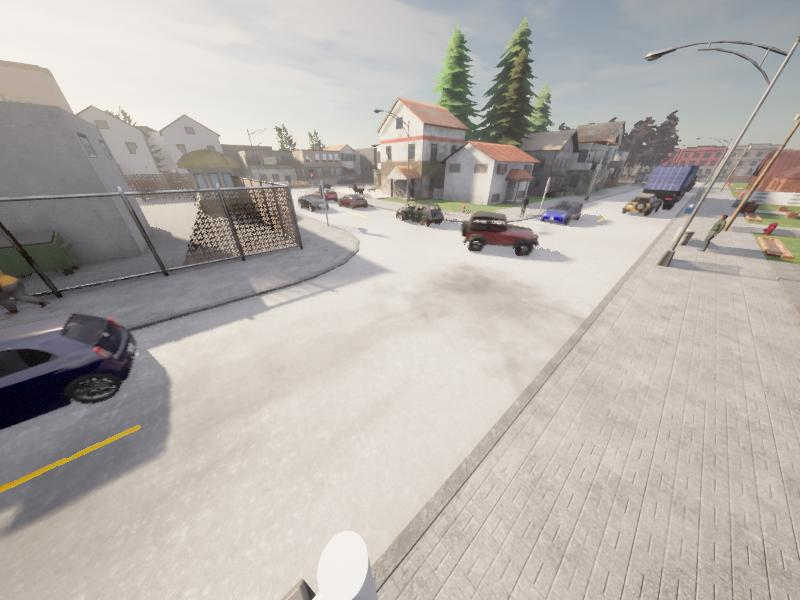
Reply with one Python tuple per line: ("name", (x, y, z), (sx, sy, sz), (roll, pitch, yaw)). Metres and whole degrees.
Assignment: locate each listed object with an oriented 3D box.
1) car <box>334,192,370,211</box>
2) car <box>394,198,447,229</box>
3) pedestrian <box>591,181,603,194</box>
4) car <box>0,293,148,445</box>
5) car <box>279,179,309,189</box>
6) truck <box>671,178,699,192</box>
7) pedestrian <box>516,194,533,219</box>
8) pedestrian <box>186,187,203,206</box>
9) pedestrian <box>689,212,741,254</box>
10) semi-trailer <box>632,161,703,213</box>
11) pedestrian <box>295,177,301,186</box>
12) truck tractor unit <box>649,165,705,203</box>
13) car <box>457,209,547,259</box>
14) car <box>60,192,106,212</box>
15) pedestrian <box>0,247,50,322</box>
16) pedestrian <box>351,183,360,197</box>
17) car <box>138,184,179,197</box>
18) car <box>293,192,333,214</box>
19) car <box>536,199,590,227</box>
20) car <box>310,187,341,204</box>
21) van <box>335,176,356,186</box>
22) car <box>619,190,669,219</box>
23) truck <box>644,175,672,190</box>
("car", (-5.423, -11.160, 25.967), (1.994, 1.385, 4.181), (-24, 38, -35))
("car", (1.519, -7.083, 18.667), (1.851, 1.617, 3.988), (-25, 39, -37))
("pedestrian", (32.235, -18.411, 37.778), (0.751, 1.860, 0.751), (-23, 37, -34))
("car", (-7.319, 1.441, 3.977), (3.633, 1.501, 1.845), (-23, 37, -34))
("car", (-22.283, -24.487, 48.837), (5.366, 1.575, 1.801), (-23, 37, -34))
("truck", (54.869, -22.262, 44.464), (6.274, 2.098, 2.390), (-23, 37, -34))
("pedestrian", (10.668, -8.063, 19.856), (0.751, 1.860, 0.751), (11, 32, 18))
("pedestrian", (-23.276, -11.724, 26.201), (0.751, 1.860, 0.751), (21, 36, 32))
("pedestrian", (16.017, -3.428, 11.827), (0.751, 1.860, 0.751), (20, 35, 30))
("semi-trailer", (31.253, -13.360, 26.715), (14.254, 4.402, 2.717), (-23, 37, -34))
("pedestrian", (-23.885, -27.893, 54.201), (0.751, 1.860, 0.751), (-22, 36, -33))
("truck tractor unit", (37.318, -15.799, 31.178), (6.516, 4.208, 3.053), (-23, 37, -34))
("car", (5.261, -3.648, 12.434), (3.866, 1.878, 1.905), (9, 32, 15))
("car", (-33.330, -10.450, 24.440), (1.816, 1.474, 4.193), (-23, 37, -34))
("pedestrian", (-11.507, -0.443, 6.639), (0.751, 1.860, 0.751), (-23, 37, -34))
("pedestrian", (-6.565, -16.186, 33.925), (0.751, 1.860, 0.751), (21, 36, 32))
("car", (-38.510, -17.596, 37.009), (4.193, 1.474, 1.816), (-22, 37, -33))
("car", (-9.255, -10.369, 24.454), (2.128, 1.511, 4.902), (-23, 37, -34))
("car", (13.548, -7.302, 19.126), (4.514, 1.525, 2.007), (-23, 37, -34))
("car", (-9.926, -13.902, 30.558), (2.007, 1.525, 4.514), (-23, 37, -34))
("van", (-13.101, -28.508, 55.393), (4.442, 1.987, 1.775), (-23, 37, -34))
("car", (23.776, -9.377, 22.520), (4.605, 1.855, 1.932), (-21, 36, -29))
("truck", (53.601, -24.494, 47.957), (5.204, 2.467, 2.627), (-23, 37, -33))
